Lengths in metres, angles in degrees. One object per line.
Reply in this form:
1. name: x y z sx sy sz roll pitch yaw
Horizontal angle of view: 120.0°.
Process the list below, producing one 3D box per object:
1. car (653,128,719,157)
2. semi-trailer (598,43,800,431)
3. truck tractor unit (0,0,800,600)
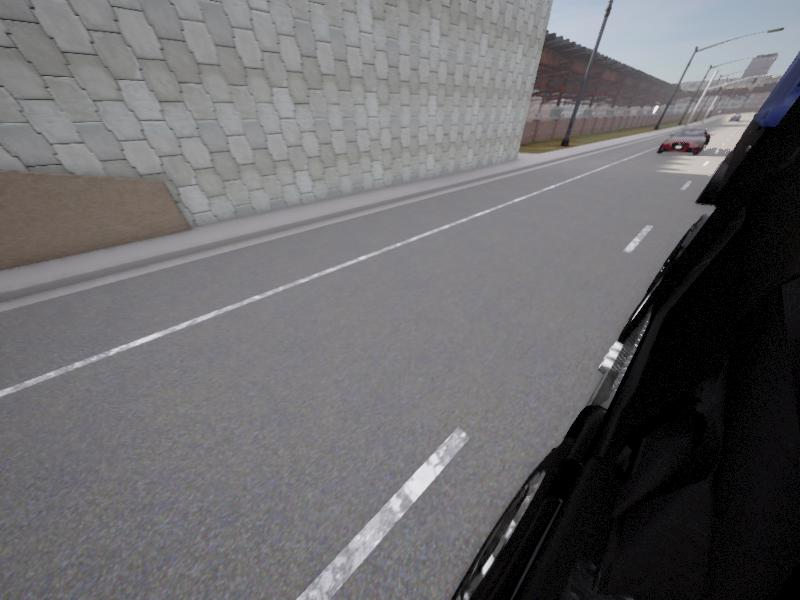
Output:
1. car: 19.479 -10.781 15.725 4.181 1.385 1.994 -27 43 -29
2. semi-trailer: 8.691 -3.602 4.246 14.254 4.402 2.717 -28 44 -30
3. truck tractor unit: 2.645 -0.295 0.352 6.516 4.208 3.053 -28 44 -30
